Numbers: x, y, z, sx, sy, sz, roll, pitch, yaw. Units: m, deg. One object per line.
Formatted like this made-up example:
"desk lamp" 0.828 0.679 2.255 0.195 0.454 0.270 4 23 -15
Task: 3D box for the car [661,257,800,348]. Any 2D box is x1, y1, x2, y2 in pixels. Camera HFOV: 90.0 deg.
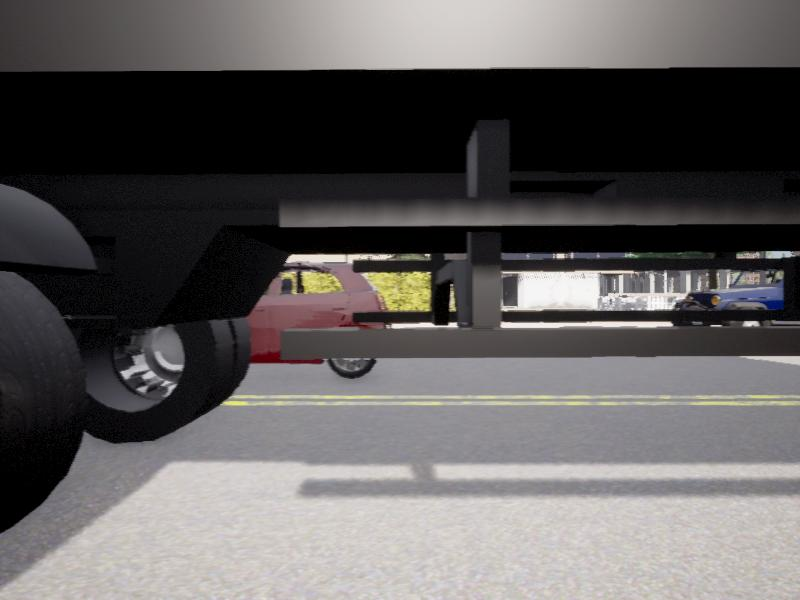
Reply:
"car" 8.563 0.044 9.201 3.866 1.878 1.905 0 0 0

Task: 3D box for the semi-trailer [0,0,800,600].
"semi-trailer" -0.488 -1.216 2.193 14.254 4.402 2.717 0 0 0

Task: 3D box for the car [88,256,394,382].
"car" -1.915 0.228 5.702 3.633 1.501 1.845 0 0 0

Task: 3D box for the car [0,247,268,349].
"car" -6.170 -0.032 9.203 5.566 2.045 2.150 0 0 0
